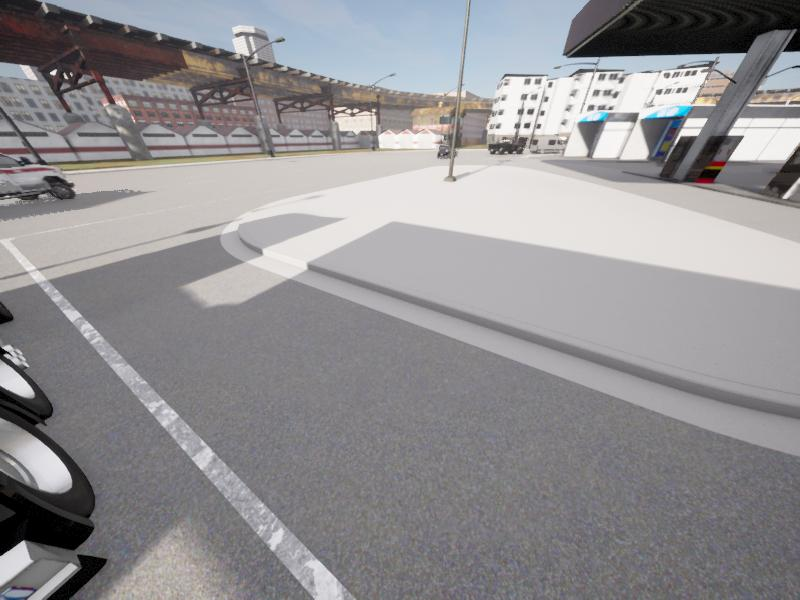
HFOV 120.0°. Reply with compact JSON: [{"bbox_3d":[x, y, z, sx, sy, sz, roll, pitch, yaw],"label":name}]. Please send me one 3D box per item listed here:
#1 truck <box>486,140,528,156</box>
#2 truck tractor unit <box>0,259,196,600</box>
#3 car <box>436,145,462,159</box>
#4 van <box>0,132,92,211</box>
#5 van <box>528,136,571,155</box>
[{"bbox_3d":[18.019,-25.793,39.053,6.274,2.098,2.390,-15,38,-20],"label":"truck"},{"bbox_3d":[-5.103,-0.308,0.790,6.516,4.208,3.053,19,39,25],"label":"truck tractor unit"},{"bbox_3d":[6.980,-21.182,33.010,1.845,1.501,3.633,26,43,33],"label":"car"},{"bbox_3d":[-16.412,-4.289,8.155,2.351,2.431,6.366,-10,34,3],"label":"van"},{"bbox_3d":[26.161,-27.144,40.548,5.915,2.561,1.988,-6,35,-7],"label":"van"}]
